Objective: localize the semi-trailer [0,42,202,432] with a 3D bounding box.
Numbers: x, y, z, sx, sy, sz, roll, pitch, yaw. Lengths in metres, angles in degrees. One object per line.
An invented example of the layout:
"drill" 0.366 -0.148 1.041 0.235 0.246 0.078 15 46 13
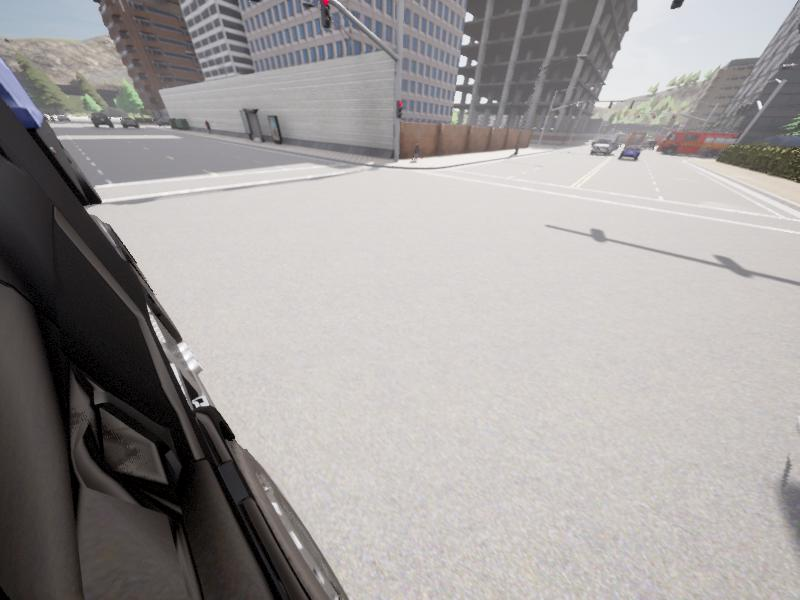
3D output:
"semi-trailer" -8.702 -3.613 4.208 14.254 4.402 2.717 28 44 30

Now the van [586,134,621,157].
"van" 29.625 -22.498 33.548 2.351 2.431 6.366 30 44 31

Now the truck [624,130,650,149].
"truck" 60.932 -41.357 59.502 2.891 3.827 8.468 28 44 30

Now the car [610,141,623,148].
"car" 56.288 -40.466 60.124 1.895 1.301 4.718 28 44 30

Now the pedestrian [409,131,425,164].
"pedestrian" 1.202 -10.773 16.295 0.751 1.860 0.751 21 41 23

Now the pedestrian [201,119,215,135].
"pedestrian" -27.342 -24.700 32.966 0.751 1.860 0.751 31 45 32

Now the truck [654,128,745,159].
"truck" 50.463 -26.877 39.532 8.468 3.827 2.891 27 43 29

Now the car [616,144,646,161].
"car" 29.076 -18.559 29.012 2.007 1.525 4.514 29 44 31

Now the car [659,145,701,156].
"car" 51.900 -27.797 42.957 4.718 1.301 1.895 27 43 29

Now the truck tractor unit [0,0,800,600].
"truck tractor unit" -2.645 -0.295 0.351 6.516 4.208 3.053 28 44 30

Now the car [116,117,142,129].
"car" -50.916 -33.274 43.381 4.856 1.649 2.033 28 44 30

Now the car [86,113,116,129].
"car" -53.214 -31.925 41.102 5.566 2.045 2.150 28 44 30
